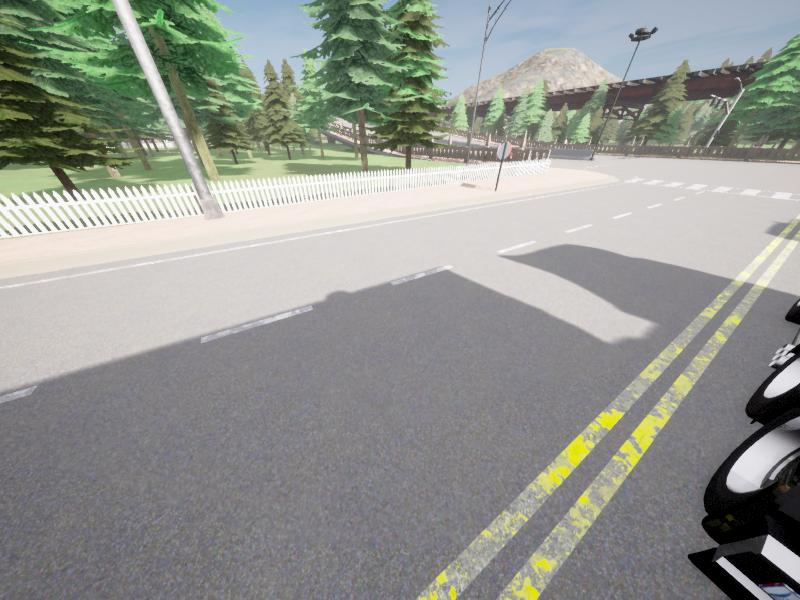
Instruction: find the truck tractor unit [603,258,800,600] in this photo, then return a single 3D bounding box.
[{"bbox_3d":[5.099,-0.313,0.797,6.516,4.208,3.053,-19,39,-25],"label":"truck tractor unit"}]
